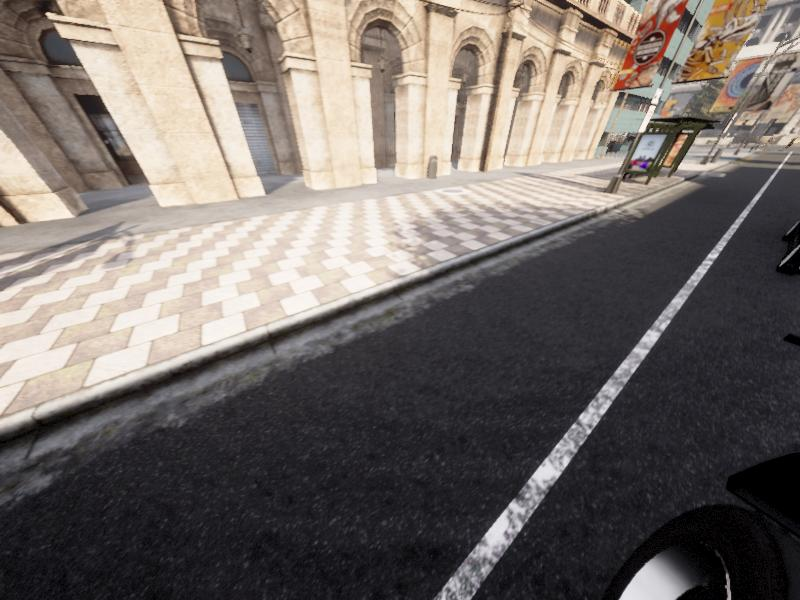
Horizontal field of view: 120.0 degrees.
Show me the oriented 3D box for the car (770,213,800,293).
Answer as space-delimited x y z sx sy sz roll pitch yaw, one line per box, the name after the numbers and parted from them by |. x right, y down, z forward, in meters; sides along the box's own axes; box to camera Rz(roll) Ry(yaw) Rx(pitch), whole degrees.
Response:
9.295 -1.274 4.323 4.892 1.490 1.837 -22 41 -28 | car

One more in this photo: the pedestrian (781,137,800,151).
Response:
64.211 -25.651 37.968 0.751 1.860 0.751 -22 41 -28 | pedestrian

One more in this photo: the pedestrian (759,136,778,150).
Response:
61.130 -26.084 38.358 0.751 1.860 0.751 -17 39 -22 | pedestrian

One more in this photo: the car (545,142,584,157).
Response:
21.882 -20.114 30.728 4.786 1.482 2.161 -22 41 -28 | car
